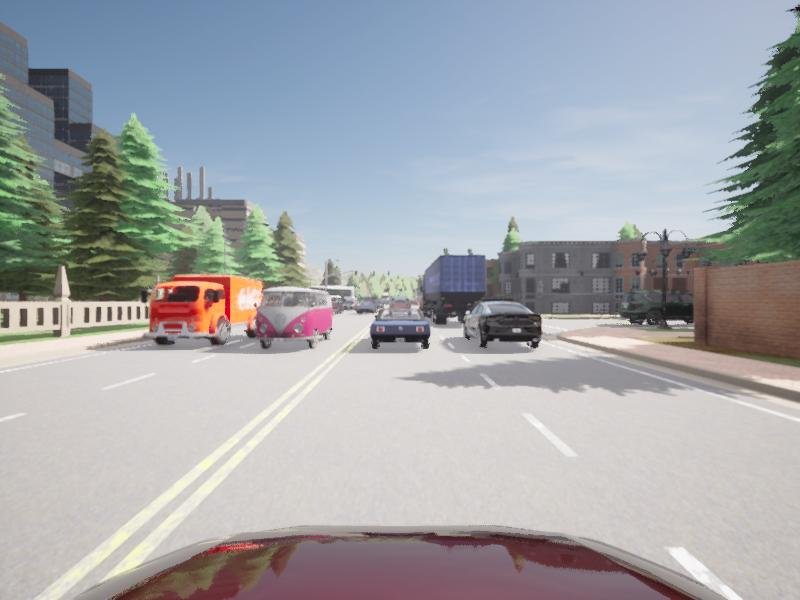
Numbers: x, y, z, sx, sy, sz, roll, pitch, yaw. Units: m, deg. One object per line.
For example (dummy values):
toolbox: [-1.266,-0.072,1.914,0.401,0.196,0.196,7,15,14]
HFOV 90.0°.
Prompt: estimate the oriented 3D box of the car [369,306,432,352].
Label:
car: [0.006,0.922,14.385,1.895,1.301,4.718,0,0,0]

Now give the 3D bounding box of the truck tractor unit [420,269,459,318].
truck tractor unit: [3.514,-0.578,37.330,3.053,4.208,6.516,0,1,0]

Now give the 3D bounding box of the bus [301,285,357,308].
bus: [-14.165,-0.640,80.564,10.273,4.253,3.944,2,0,0]

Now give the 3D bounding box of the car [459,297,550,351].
car: [3.504,0.750,14.580,1.930,1.638,5.238,0,-1,0]

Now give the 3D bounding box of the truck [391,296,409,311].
truck: [0.012,0.458,56.198,2.390,2.098,6.274,0,0,0]

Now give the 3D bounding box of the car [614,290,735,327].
car: [16.017,0.493,23.593,5.566,2.045,2.150,0,0,2]

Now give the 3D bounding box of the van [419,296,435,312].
van: [3.510,0.521,52.786,1.775,1.987,4.442,0,0,0]

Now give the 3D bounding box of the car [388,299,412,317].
car: [0.008,0.721,39.390,2.152,1.651,5.027,0,0,0]

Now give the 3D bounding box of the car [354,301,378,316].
car: [-3.499,0.832,42.133,2.033,1.411,5.357,0,0,0]

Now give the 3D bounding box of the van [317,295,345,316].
van: [-6.997,0.513,41.035,2.069,2.038,4.480,0,0,0]

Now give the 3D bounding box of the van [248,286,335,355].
van: [-3.498,0.579,13.734,1.775,1.987,4.442,0,0,0]

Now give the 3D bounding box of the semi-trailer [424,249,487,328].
semi-trailer: [3.516,-0.661,29.421,2.717,4.402,14.254,0,0,0]

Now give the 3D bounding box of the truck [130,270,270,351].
truck: [-6.998,0.342,14.909,2.627,2.467,5.204,0,0,0]
